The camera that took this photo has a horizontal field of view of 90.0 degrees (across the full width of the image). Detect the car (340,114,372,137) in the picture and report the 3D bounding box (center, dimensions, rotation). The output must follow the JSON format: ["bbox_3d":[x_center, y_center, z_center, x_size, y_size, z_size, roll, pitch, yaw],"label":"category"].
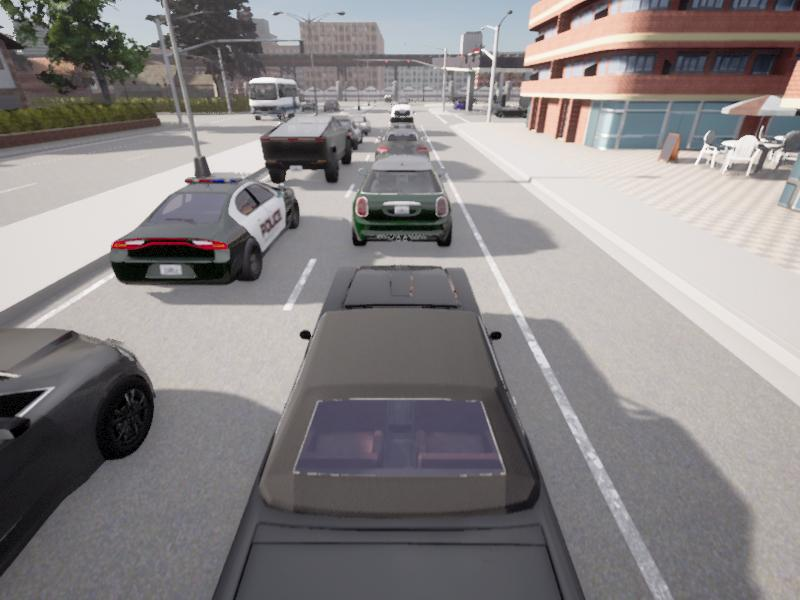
[{"bbox_3d":[-3.284,-13.487,30.802,1.895,1.301,4.718,0,28,0],"label":"car"}]

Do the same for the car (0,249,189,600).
[{"bbox_3d":[-3.508,1.329,2.087,2.242,1.667,4.611,0,28,0],"label":"car"}]

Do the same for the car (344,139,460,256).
[{"bbox_3d":[0.051,-2.721,9.694,2.097,1.767,4.553,0,28,0],"label":"car"}]

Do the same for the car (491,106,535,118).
[{"bbox_3d":[13.791,-23.087,49.151,4.718,1.301,1.895,0,28,0],"label":"car"}]

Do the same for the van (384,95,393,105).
[{"bbox_3d":[-2.772,-47.937,95.829,2.069,2.038,4.480,0,28,0],"label":"van"}]

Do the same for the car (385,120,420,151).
[{"bbox_3d":[0.163,-9.963,24.069,1.895,1.301,4.718,0,28,0],"label":"car"}]

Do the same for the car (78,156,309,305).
[{"bbox_3d":[-3.462,-1.765,8.150,2.038,1.542,4.974,0,28,0],"label":"car"}]

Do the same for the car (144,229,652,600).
[{"bbox_3d":[0.004,0.699,3.697,1.895,1.301,4.718,0,28,0],"label":"car"}]

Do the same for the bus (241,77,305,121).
[{"bbox_3d":[-14.529,-23.741,47.202,3.944,4.253,10.273,0,28,0],"label":"bus"}]

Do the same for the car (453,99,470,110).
[{"bbox_3d":[10.211,-32.723,66.903,2.242,1.667,4.611,0,28,1],"label":"car"}]

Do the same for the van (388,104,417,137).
[{"bbox_3d":[0.170,-13.863,30.717,2.069,2.038,4.480,0,28,0],"label":"van"}]

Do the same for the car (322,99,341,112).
[{"bbox_3d":[-11.018,-31.449,64.587,2.097,1.767,4.553,0,28,0],"label":"car"}]

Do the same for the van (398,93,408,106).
[{"bbox_3d":[0.696,-45.873,91.454,2.351,2.431,6.366,0,28,0],"label":"van"}]

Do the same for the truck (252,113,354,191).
[{"bbox_3d":[-3.401,-6.074,15.771,2.390,2.098,6.274,0,28,0],"label":"truck"}]

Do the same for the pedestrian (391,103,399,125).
[{"bbox_3d":[-0.448,-17.959,38.685,0.751,1.860,0.751,0,28,1],"label":"pedestrian"}]

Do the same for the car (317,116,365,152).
[{"bbox_3d":[-3.338,-9.900,23.692,2.038,1.542,4.974,0,28,0],"label":"car"}]

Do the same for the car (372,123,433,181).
[{"bbox_3d":[0.104,-6.357,16.828,2.152,1.651,5.027,0,28,0],"label":"car"}]

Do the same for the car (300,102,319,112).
[{"bbox_3d":[-14.519,-31.231,64.599,1.994,1.385,4.181,0,28,0],"label":"car"}]

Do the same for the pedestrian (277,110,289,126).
[{"bbox_3d":[-11.233,-17.456,38.325,0.751,1.300,0.751,2,28,4],"label":"pedestrian"}]
